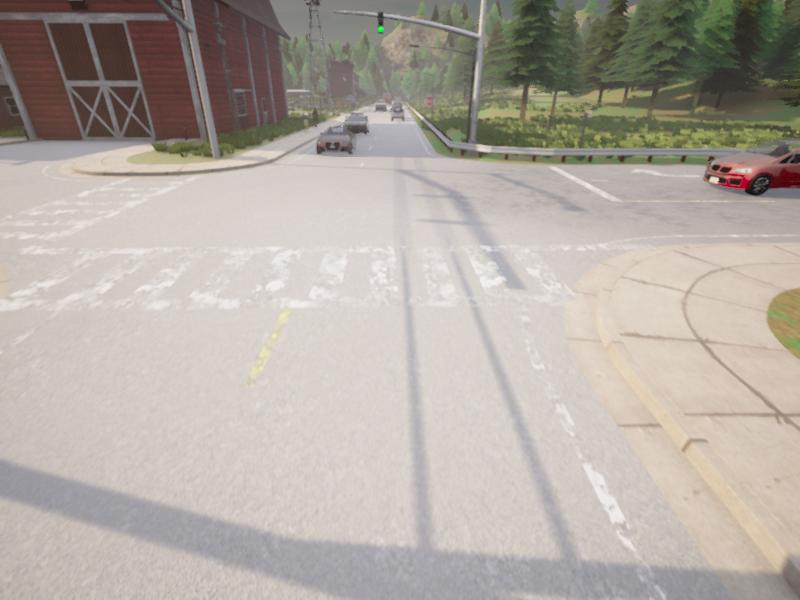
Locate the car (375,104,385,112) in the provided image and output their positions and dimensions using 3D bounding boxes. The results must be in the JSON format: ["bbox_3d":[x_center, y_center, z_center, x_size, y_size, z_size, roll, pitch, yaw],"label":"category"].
[{"bbox_3d":[-3.916,-38.181,79.505,1.895,1.301,4.718,0,27,0],"label":"car"}]

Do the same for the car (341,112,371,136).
[{"bbox_3d":[-3.671,-15.139,34.277,1.930,1.638,5.238,0,27,0],"label":"car"}]

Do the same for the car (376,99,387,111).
[{"bbox_3d":[-3.953,-41.957,86.034,2.150,2.045,5.566,0,27,0],"label":"car"}]

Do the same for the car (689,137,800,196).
[{"bbox_3d":[13.448,-4.730,14.038,4.611,1.667,2.242,0,27,-1],"label":"car"}]

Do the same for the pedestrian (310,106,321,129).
[{"bbox_3d":[-7.845,-16.992,37.229,0.751,1.860,0.751,-1,27,-2],"label":"pedestrian"}]

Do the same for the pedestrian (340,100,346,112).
[{"bbox_3d":[-10.297,-35.063,72.389,0.751,1.860,0.751,4,27,7],"label":"pedestrian"}]

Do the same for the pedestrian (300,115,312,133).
[{"bbox_3d":[-7.775,-14.548,33.084,0.751,1.300,0.751,0,27,-1],"label":"pedestrian"}]

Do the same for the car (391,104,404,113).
[{"bbox_3d":[-0.432,-35.917,75.041,1.994,1.385,4.181,2,27,3],"label":"car"}]

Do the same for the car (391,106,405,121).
[{"bbox_3d":[-0.264,-24.220,52.014,1.851,1.617,3.988,0,27,0],"label":"car"}]

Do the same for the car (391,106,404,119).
[{"bbox_3d":[-0.300,-27.216,58.024,1.812,1.442,4.674,0,27,0],"label":"car"}]

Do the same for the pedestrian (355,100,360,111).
[{"bbox_3d":[-8.089,-36.925,76.028,0.751,1.860,0.751,-2,27,-5],"label":"pedestrian"}]

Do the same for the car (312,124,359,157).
[{"bbox_3d":[-3.625,-9.311,23.232,1.994,1.385,4.181,0,27,0],"label":"car"}]
